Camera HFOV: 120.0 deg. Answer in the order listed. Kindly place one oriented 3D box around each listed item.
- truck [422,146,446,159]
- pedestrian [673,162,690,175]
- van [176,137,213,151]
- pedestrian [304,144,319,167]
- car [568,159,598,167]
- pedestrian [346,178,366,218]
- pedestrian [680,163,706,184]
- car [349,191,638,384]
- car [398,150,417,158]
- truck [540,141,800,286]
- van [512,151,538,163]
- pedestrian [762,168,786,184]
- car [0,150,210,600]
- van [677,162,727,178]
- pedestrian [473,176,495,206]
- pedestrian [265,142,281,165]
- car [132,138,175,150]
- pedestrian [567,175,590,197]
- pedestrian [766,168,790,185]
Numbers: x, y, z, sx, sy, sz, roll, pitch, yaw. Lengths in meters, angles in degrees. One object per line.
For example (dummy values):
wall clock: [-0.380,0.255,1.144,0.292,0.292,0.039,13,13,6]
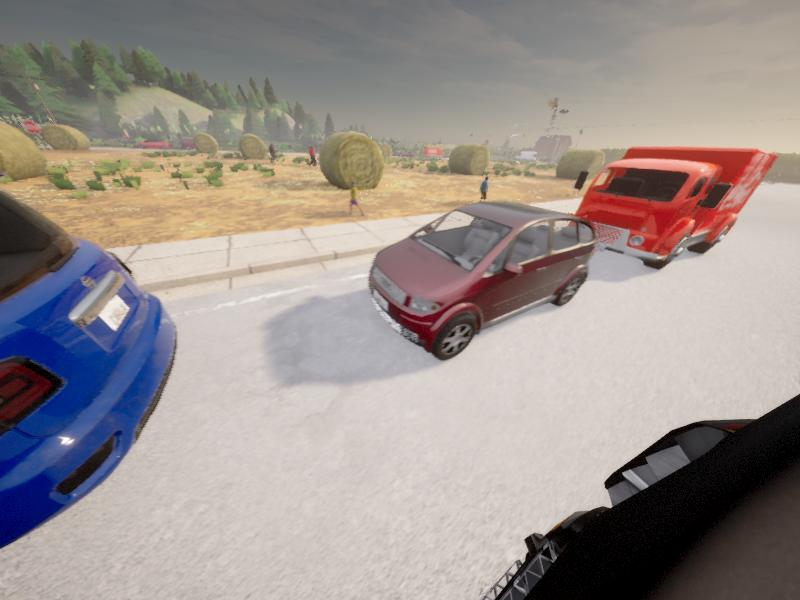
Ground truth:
truck: [8.622,-37.399,58.674,5.204,2.467,2.627,-13,37,-23]
pedestrian: [45.303,-21.176,37.236,0.751,1.860,0.751,-9,35,-18]
van: [-37.202,-28.339,42.055,4.442,1.987,1.775,-13,37,-23]
pedestrian: [-8.436,-13.847,22.176,0.751,1.860,0.751,15,35,17]
car: [44.009,-33.052,55.679,2.038,1.542,4.974,-15,37,-25]
pedestrian: [-1.424,-3.327,7.549,0.500,1.100,0.500,-8,35,-16]
pedestrian: [30.182,-13.029,23.831,0.751,1.860,0.751,-15,38,-25]
car: [1.360,-0.617,3.584,3.705,1.549,1.789,-16,38,-26]
car: [1.821,-35.352,55.990,4.193,1.474,1.816,-14,37,-23]
truck: [6.999,-2.620,6.189,5.204,2.467,2.627,-16,38,-26]
van: [35.952,-41.270,66.552,1.988,2.561,5.915,-21,40,-32]
pedestrian: [51.073,-16.931,31.552,0.751,1.860,0.751,26,40,30]
car: [-4.352,0.831,0.531,5.566,2.045,2.150,-16,38,-26]
van: [51.124,-22.072,39.217,2.069,2.038,4.480,-15,38,-25]
pedestrian: [3.666,-4.779,10.115,0.500,1.100,0.500,-24,42,-34]
pedestrian: [-12.675,-14.651,23.069,0.751,1.860,0.751,2,34,-1]
car: [-42.403,-26.900,39.915,4.514,1.525,2.007,-14,37,-23]
pedestrian: [10.259,-6.584,13.324,0.500,1.100,0.500,-8,35,-16]
pedestrian: [50.832,-16.621,31.061,0.751,1.860,0.751,28,41,33]
